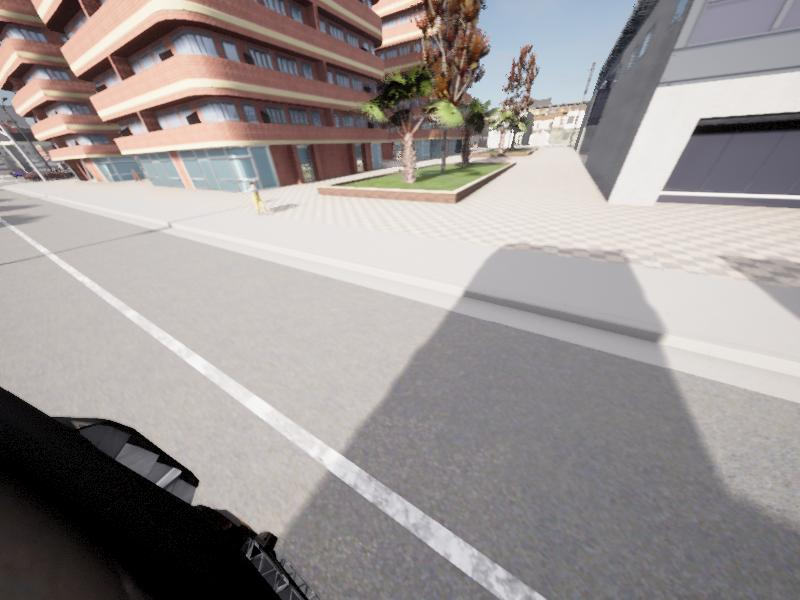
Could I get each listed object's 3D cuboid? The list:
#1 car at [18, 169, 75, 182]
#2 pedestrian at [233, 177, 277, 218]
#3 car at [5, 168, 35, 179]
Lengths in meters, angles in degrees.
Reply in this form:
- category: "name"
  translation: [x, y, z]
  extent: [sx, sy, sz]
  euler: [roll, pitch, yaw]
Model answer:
- category: "car"
  translation: [-56.751, -20.070, 37.197]
  extent: [1.812, 1.442, 4.674]
  euler: [15, 37, 25]
- category: "pedestrian"
  translation: [-5.434, -3.884, 8.730]
  extent: [0.751, 1.300, 0.751]
  euler: [16, 38, 26]
- category: "car"
  translation: [-77.534, -25.910, 47.155]
  extent: [4.611, 1.667, 2.242]
  euler: [16, 38, 26]
